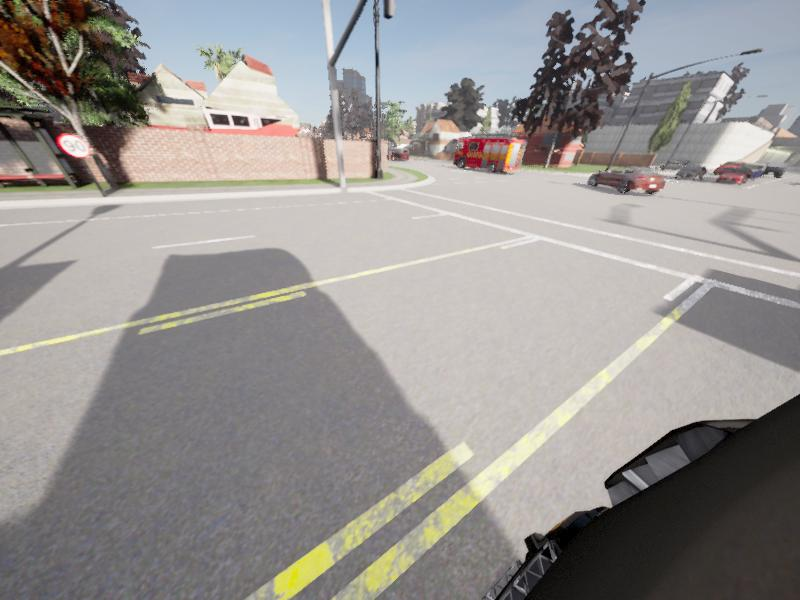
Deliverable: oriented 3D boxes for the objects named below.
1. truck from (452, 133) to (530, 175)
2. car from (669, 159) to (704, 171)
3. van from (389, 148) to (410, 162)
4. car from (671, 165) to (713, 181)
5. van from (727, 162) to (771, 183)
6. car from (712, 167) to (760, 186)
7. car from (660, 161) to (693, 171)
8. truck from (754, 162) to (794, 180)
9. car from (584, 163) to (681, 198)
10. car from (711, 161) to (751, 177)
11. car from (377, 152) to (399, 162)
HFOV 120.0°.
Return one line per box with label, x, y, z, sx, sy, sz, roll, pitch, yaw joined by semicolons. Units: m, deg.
truck;10.632;-18.029;28.421;2.891;3.827;8.468;-17;39;-27
car;59.161;-27.965;47.832;1.905;1.878;3.866;-17;38;-26
van;-0.153;-27.159;43.146;1.775;1.987;4.442;-18;39;-28
car;35.773;-15.568;28.259;4.892;1.490;1.837;-17;38;-26
van;42.881;-15.687;28.399;4.442;1.987;1.775;-17;38;-26
car;37.381;-13.808;25.683;4.514;1.525;2.007;-17;38;-26
car;55.893;-27.132;46.767;1.970;1.475;3.806;-18;38;-27
truck;57.985;-20.233;35.979;6.274;2.098;2.390;-22;41;-32
car;16.640;-8.939;17.082;2.152;1.651;5.027;3;34;1
car;51.768;-20.536;36.127;5.566;2.045;2.150;-16;38;-25
car;-2.168;-25.094;40.487;1.994;1.385;4.181;-18;39;-28
